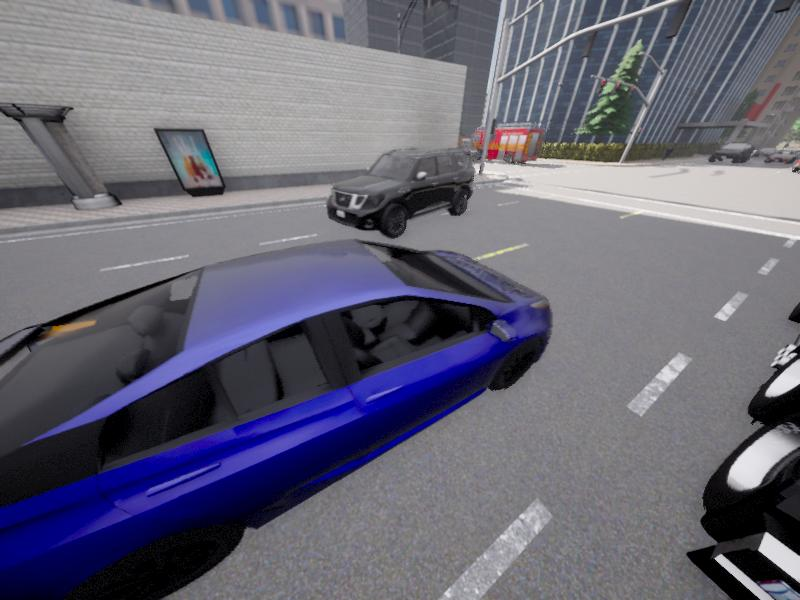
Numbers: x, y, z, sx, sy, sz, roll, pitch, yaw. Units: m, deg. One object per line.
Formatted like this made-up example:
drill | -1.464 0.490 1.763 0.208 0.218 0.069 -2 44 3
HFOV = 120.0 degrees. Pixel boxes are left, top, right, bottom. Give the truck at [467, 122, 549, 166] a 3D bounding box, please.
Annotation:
truck | 12.511 -18.920 28.082 2.891 3.827 8.468 -18 39 -24

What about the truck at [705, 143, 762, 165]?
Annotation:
truck | 41.232 -18.152 28.596 6.274 2.098 2.390 -18 39 -24

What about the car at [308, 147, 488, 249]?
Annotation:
car | 0.351 -3.699 7.539 2.150 2.045 5.566 29 44 35

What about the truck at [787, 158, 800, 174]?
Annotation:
truck | 37.666 -12.520 20.153 5.204 2.467 2.627 -18 39 -24

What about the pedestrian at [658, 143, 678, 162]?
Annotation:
pedestrian | 32.591 -17.919 28.101 0.751 1.860 0.751 -28 44 -35

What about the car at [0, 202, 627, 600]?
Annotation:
car | -0.486 0.309 2.221 4.514 1.525 2.007 -18 39 -24

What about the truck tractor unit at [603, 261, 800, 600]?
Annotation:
truck tractor unit | 5.103 -0.310 0.787 6.516 4.208 3.053 -19 39 -24
